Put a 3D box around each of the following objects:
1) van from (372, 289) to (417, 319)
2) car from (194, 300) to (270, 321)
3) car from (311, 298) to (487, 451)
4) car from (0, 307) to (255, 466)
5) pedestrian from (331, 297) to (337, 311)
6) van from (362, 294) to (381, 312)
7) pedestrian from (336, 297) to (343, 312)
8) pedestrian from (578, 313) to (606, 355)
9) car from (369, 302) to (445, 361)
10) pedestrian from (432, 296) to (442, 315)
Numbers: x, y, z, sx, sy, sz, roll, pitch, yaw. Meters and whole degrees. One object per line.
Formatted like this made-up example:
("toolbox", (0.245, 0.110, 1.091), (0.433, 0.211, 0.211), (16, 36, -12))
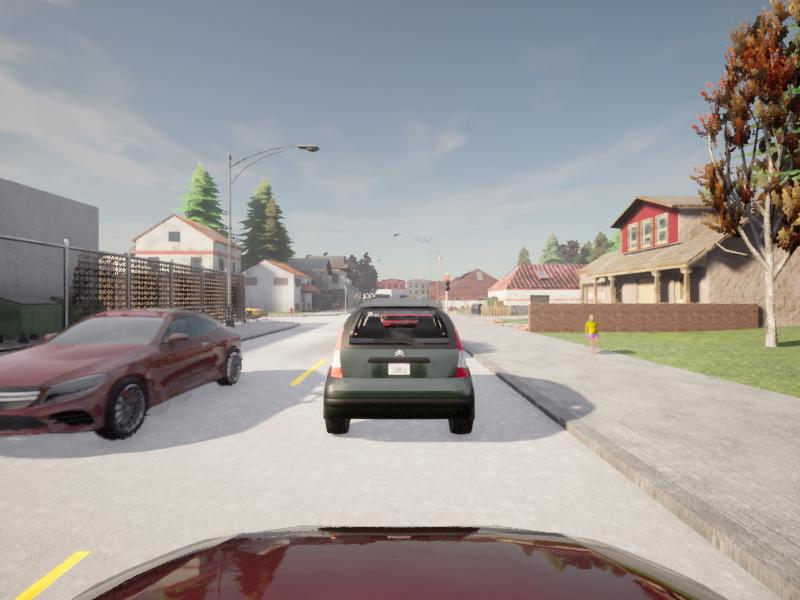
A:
("van", (-0.400, 0.322, 38.351), (1.988, 2.561, 5.915), (2, 1, 24))
("car", (-13.303, 0.801, 31.889), (5.366, 1.575, 1.801), (0, 0, 0))
("car", (-0.005, 0.788, 6.219), (1.851, 1.617, 3.988), (0, 0, 0))
("car", (-3.988, 0.869, 6.153), (1.812, 1.442, 4.674), (0, 0, 0))
("pedestrian", (-9.266, 0.533, 55.885), (0.751, 1.860, 0.751), (0, 0, 0))
("van", (-4.044, 0.377, 57.411), (2.351, 2.431, 6.366), (0, 0, 0))
("pedestrian", (-7.204, 0.534, 47.449), (0.751, 1.860, 0.751), (0, 0, 0))
("pedestrian", (5.174, 0.913, 10.802), (0.500, 1.100, 0.500), (0, 0, 0))
("car", (0.127, 0.828, 12.723), (2.007, 1.525, 4.514), (0, 0, -2))
("pedestrian", (3.644, 0.533, 39.296), (0.751, 1.860, 0.751), (0, 0, 29))
